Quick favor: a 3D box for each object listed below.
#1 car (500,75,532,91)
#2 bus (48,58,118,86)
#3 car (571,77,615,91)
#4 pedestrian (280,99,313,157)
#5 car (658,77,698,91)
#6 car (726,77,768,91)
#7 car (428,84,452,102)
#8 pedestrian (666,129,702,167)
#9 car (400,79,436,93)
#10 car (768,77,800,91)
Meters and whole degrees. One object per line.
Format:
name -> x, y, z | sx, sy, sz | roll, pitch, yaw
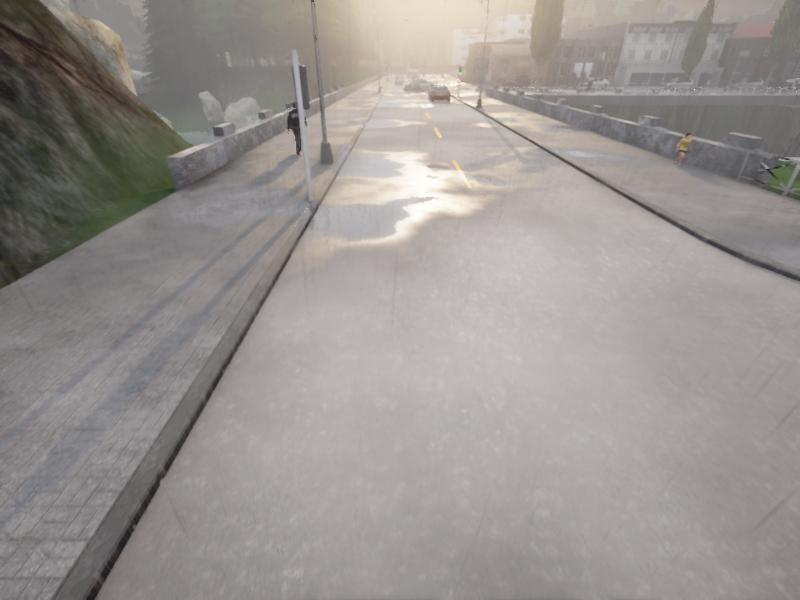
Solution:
car -> 16.687, -31.268, 57.614 | 3.866, 1.878, 1.905 | 0, 30, 0
bus -> -57.419, -41.657, 73.024 | 3.944, 4.253, 10.273 | 0, 30, 0
car -> 27.703, -31.156, 57.689 | 5.027, 1.651, 2.152 | 0, 30, 0
pedestrian -> -3.755, -6.267, 14.623 | 0.751, 1.860, 0.751 | 1, 30, 2
car -> 40.038, -31.152, 57.704 | 3.988, 1.617, 1.851 | 0, 30, 0
car -> 50.036, -31.153, 57.708 | 3.988, 1.617, 1.851 | 0, 30, 0
car -> 4.006, -21.166, 40.849 | 1.994, 1.385, 4.181 | 0, 30, 0
pedestrian -> 9.378, -5.034, 13.253 | 0.500, 1.100, 0.500 | 0, 30, 1
car -> 2.457, -28.789, 53.736 | 2.038, 1.542, 4.974 | 24, 38, 34
car -> 56.821, -31.168, 57.700 | 5.238, 1.638, 1.930 | 0, 30, 0
